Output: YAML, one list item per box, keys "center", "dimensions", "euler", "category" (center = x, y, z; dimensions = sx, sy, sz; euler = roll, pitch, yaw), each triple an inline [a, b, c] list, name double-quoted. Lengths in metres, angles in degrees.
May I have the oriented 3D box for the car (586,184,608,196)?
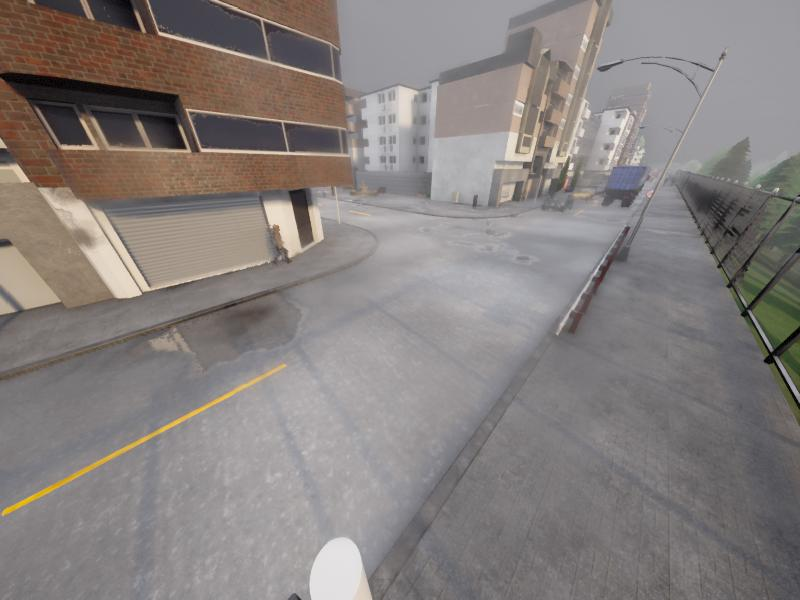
- center: [32.519, -18.112, 38.108]
  dimensions: [1.970, 1.475, 3.806]
  euler: [27, 39, 38]
  category: "car"

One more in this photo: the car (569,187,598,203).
- center: [25.436, -14.619, 31.952]
  dimensions: [1.801, 1.575, 5.366]
  euler: [27, 39, 38]
  category: "car"

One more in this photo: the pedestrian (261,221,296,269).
- center: [-5.416, -2.467, 10.353]
  dimensions: [0.751, 1.860, 0.751]
  euler: [26, 39, 38]
  category: "pedestrian"

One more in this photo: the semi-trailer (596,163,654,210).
- center: [28.786, -14.691, 29.238]
  dimensions: [2.717, 4.402, 14.254]
  euler: [27, 39, 38]
  category: "semi-trailer"

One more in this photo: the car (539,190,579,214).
- center: [16.864, -10.425, 24.477]
  dimensions: [2.097, 1.767, 4.553]
  euler: [27, 39, 38]
  category: "car"

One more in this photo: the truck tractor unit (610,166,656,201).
- center: [34.385, -17.407, 34.135]
  dimensions: [6.516, 4.208, 3.053]
  euler: [-27, 39, -38]
  category: "truck tractor unit"

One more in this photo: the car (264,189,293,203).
- center: [-16.763, -14.369, 31.807]
  dimensions: [4.718, 1.301, 1.895]
  euler: [27, 39, 38]
  category: "car"
